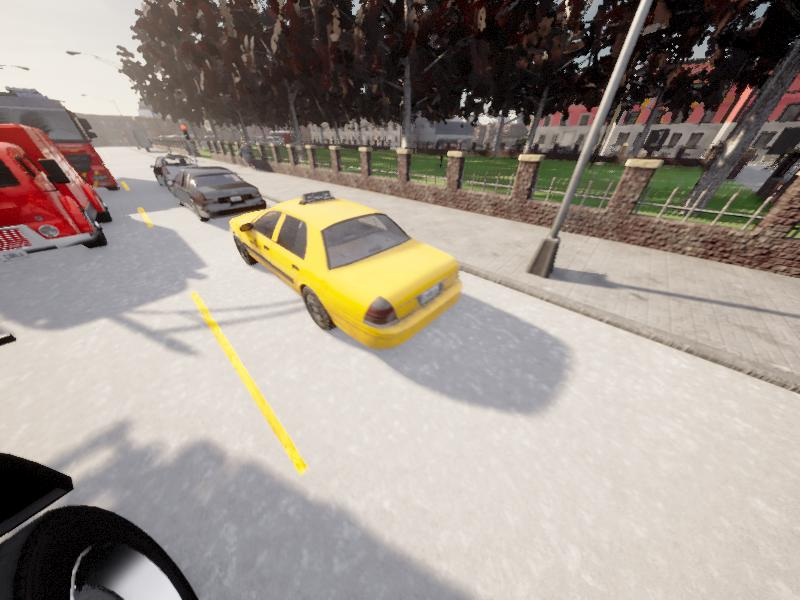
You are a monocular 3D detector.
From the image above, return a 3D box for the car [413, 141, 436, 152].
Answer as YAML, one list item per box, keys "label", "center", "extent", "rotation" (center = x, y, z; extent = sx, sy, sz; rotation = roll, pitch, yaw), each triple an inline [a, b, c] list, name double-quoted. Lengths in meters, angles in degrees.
- label: "car"
  center: [5.246, -33.089, 49.651]
  extent: [4.605, 1.855, 1.932]
  rotation: [28, 44, 34]

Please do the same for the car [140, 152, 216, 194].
- label: "car"
  center: [-11.645, -6.740, 12.098]
  extent: [3.633, 1.501, 1.845]
  rotation: [27, 43, 32]

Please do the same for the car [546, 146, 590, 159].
- label: "car"
  center: [25.140, -22.245, 34.737]
  extent: [4.892, 1.490, 1.837]
  rotation: [28, 43, 33]

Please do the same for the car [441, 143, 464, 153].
- label: "car"
  center: [10.362, -30.175, 45.901]
  extent: [3.806, 1.475, 1.970]
  rotation: [28, 44, 34]

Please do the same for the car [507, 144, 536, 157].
- label: "car"
  center: [20.204, -24.922, 38.450]
  extent: [3.705, 1.549, 1.789]
  rotation: [28, 44, 34]

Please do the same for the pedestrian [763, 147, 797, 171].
- label: "pedestrian"
  center: [34.634, -12.866, 21.092]
  extent: [0.751, 1.860, 0.751]
  rotation: [-25, 43, -32]

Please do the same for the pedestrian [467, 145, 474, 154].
- label: "pedestrian"
  center: [12.001, -25.568, 39.268]
  extent: [0.751, 1.300, 0.751]
  rotation: [28, 43, 33]

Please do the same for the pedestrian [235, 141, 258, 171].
- label: "pedestrian"
  center: [-11.817, -11.125, 17.849]
  extent: [0.751, 1.860, 0.751]
  rotation: [28, 44, 34]

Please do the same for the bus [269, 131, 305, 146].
- label: "bus"
  center: [-40.163, -57.401, 82.135]
  extent: [10.273, 4.253, 3.944]
  rotation: [6, 35, 7]

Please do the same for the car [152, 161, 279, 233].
- label: "car"
  center: [-6.800, -3.993, 8.352]
  extent: [5.357, 1.411, 2.033]
  rotation: [28, 43, 33]

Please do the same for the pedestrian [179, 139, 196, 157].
- label: "pedestrian"
  center: [-26.853, -19.213, 29.219]
  extent: [0.751, 1.860, 0.751]
  rotation: [28, 44, 34]

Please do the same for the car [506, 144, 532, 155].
- label: "car"
  center: [21.539, -27.320, 41.912]
  extent: [3.633, 1.501, 1.845]
  rotation: [28, 44, 34]

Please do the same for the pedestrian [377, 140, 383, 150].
- label: "pedestrian"
  center: [-4.452, -34.647, 51.549]
  extent: [0.751, 1.860, 0.751]
  rotation: [28, 44, 34]

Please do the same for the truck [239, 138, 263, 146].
- label: "truck"
  center: [-51.774, -55.033, 80.314]
  extent: [2.390, 2.098, 6.274]
  rotation: [28, 44, 34]

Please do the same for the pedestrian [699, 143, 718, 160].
- label: "pedestrian"
  center: [42.237, -20.330, 31.668]
  extent: [0.751, 1.860, 0.751]
  rotation: [-29, 45, -35]

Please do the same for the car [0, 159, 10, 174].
- label: "car"
  center: [-30.534, -9.203, 15.525]
  extent: [1.994, 1.385, 4.181]
  rotation: [26, 42, 31]

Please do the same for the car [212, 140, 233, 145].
- label: "car"
  center: [-57.697, -51.253, 75.124]
  extent: [1.882, 1.535, 5.008]
  rotation: [28, 44, 34]

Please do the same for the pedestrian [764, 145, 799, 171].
- label: "pedestrian"
  center: [33.927, -12.641, 20.582]
  extent: [0.751, 1.860, 0.751]
  rotation: [-18, 39, -25]

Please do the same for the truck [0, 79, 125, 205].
- label: "truck"
  center: [-16.991, -7.561, 11.203]
  extent: [8.468, 3.827, 2.891]
  rotation: [28, 43, 33]

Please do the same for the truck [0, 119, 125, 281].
- label: "truck"
  center: [-9.177, -2.545, 5.319]
  extent: [5.204, 2.467, 2.627]
  rotation: [28, 43, 34]

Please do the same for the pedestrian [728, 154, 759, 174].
- label: "pedestrian"
  center: [27.331, -10.831, 18.403]
  extent: [0.751, 1.300, 0.751]
  rotation: [28, 44, 34]

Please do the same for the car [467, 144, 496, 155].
- label: "car"
  center: [14.929, -27.744, 42.440]
  extent: [4.514, 1.525, 2.007]
  rotation: [28, 44, 34]

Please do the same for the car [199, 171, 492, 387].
- label: "car"
  center: [-1.491, -1.118, 4.146]
  extent: [5.366, 1.575, 1.801]
  rotation: [29, 44, 34]
